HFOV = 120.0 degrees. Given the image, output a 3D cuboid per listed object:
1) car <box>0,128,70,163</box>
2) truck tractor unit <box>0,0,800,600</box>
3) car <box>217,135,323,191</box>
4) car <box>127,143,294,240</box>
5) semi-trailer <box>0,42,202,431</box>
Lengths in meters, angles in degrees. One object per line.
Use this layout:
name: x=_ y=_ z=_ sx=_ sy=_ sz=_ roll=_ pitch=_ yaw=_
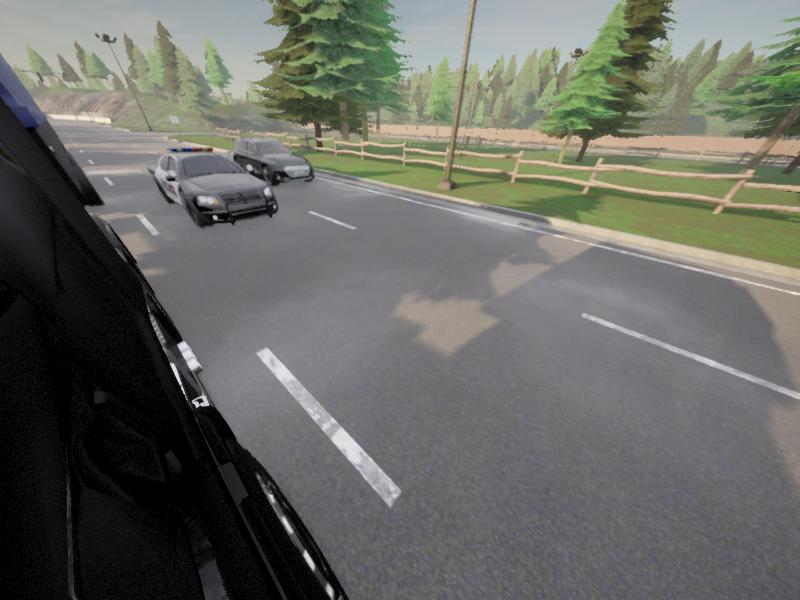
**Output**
car: x=-21.179 y=-8.952 z=13.284 sx=4.181 sy=1.385 sz=1.994 roll=28 pitch=44 yaw=30
truck tractor unit: x=-2.645 y=-0.295 z=0.351 sx=6.516 sy=4.208 sz=3.053 roll=28 pitch=44 yaw=30
car: x=-6.023 y=-6.477 z=10.644 sx=4.856 sy=1.649 sz=2.033 roll=28 pitch=44 yaw=30
car: x=-5.515 y=-3.441 z=6.672 sx=4.974 sy=1.542 sz=2.038 roll=28 pitch=44 yaw=30
semi-trailer: x=-8.700 y=-3.586 z=4.252 sx=14.254 sy=4.402 sz=2.717 roll=28 pitch=44 yaw=30
